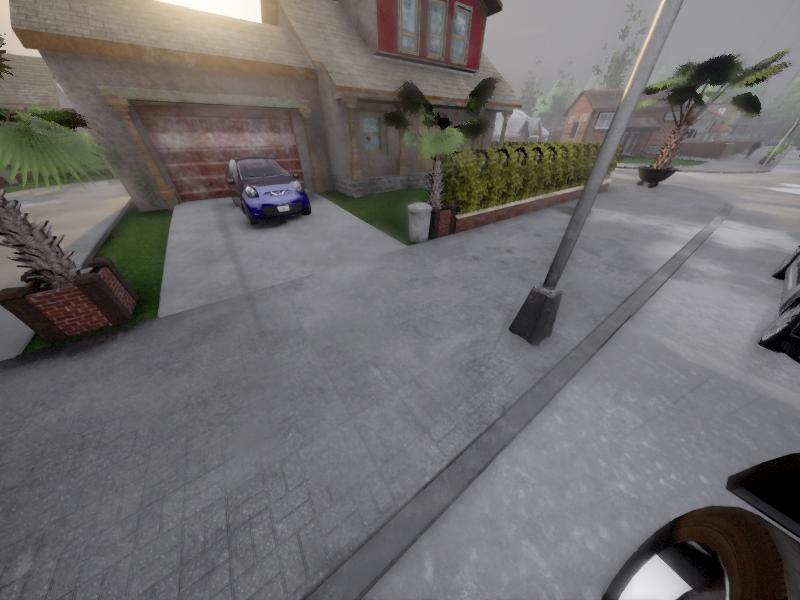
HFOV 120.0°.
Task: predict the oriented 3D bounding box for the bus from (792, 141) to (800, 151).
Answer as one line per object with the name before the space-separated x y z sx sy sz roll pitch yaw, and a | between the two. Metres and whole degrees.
bus | 76.598 -29.645 41.821 10.273 4.253 3.944 -22 41 -28

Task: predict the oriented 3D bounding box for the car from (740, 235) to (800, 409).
car | 6.545 -0.167 2.712 5.238 1.638 1.930 -22 41 -28

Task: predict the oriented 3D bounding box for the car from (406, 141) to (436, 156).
car | 3.116 -23.345 35.469 2.097 1.767 4.553 -22 41 -28

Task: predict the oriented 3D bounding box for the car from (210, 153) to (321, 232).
car | -4.138 -3.475 7.009 1.845 1.501 3.633 -24 42 -30

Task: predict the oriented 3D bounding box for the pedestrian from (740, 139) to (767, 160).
pedestrian | 37.603 -16.019 24.579 0.751 1.860 0.751 -25 42 -31

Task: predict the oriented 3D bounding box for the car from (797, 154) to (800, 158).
car | 51.299 -18.366 28.255 5.027 1.651 2.152 -22 41 -28

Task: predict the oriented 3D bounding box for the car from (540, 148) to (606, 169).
car | 15.558 -12.941 20.996 1.994 1.385 4.181 -22 40 -28
